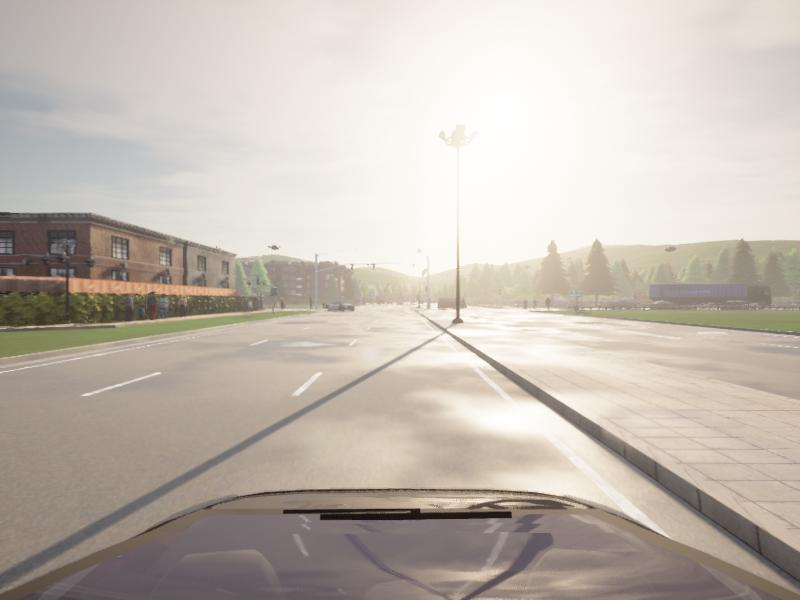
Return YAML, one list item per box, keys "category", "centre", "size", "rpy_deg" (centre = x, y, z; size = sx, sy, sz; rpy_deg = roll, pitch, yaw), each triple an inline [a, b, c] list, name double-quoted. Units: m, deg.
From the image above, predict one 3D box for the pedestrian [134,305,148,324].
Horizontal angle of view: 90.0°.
- category: "pedestrian"
  centre: [-15.668, 0.866, 24.210]
  size: [0.500, 1.100, 0.500]
  rpy_deg: [0, 0, 13]

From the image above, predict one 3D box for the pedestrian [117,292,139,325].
- category: "pedestrian"
  centre: [-15.725, 0.486, 23.145]
  size: [0.751, 1.860, 0.751]
  rpy_deg: [0, 0, 19]

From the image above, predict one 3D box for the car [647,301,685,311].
- category: "car"
  centre: [41.009, 0.872, 61.662]
  size: [4.674, 1.442, 1.812]
  rpy_deg: [0, 0, 0]

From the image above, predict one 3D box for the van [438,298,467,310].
- category: "van"
  centre: [8.447, 0.602, 64.818]
  size: [4.442, 1.987, 1.775]
  rpy_deg: [0, 0, -1]

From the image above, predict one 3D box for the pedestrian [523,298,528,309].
- category: "pedestrian"
  centre: [21.456, 0.641, 68.377]
  size: [0.751, 1.860, 0.751]
  rpy_deg: [0, 0, 6]

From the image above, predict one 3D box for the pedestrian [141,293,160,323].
- category: "pedestrian"
  centre: [-15.935, 0.486, 25.550]
  size: [0.751, 1.860, 0.751]
  rpy_deg: [0, 0, -4]

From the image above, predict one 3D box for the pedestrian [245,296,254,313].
- category: "pedestrian"
  centre: [-16.015, 0.487, 42.583]
  size: [0.751, 1.860, 0.751]
  rpy_deg: [0, 0, 0]

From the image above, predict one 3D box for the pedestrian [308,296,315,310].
- category: "pedestrian"
  centre: [-11.834, 0.457, 53.413]
  size: [0.751, 1.860, 0.751]
  rpy_deg: [0, 0, -1]

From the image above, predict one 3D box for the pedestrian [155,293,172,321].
- category: "pedestrian"
  centre: [-15.847, 0.486, 26.830]
  size: [0.751, 1.860, 0.751]
  rpy_deg: [0, 0, -11]

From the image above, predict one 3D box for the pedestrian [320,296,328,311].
- category: "pedestrian"
  centre: [-10.191, 0.465, 53.432]
  size: [0.751, 1.860, 0.751]
  rpy_deg: [0, 0, 29]

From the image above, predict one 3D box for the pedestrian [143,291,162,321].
- category: "pedestrian"
  centre: [-15.623, 0.354, 25.272]
  size: [0.751, 1.860, 0.751]
  rpy_deg: [0, 0, 0]

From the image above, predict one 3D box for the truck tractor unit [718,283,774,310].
- category: "truck tractor unit"
  centre: [56.465, -0.524, 65.319]
  size: [6.516, 4.208, 3.053]
  rpy_deg: [0, 0, -1]

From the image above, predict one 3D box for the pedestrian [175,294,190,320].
- category: "pedestrian"
  centre: [-15.863, 0.486, 29.187]
  size: [0.751, 1.860, 0.751]
  rpy_deg: [0, 0, -1]

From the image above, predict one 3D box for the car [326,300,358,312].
- category: "car"
  centre: [-8.397, 0.829, 57.150]
  size: [2.038, 1.542, 4.974]
  rpy_deg: [0, 0, -43]

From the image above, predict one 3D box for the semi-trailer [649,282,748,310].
- category: "semi-trailer"
  centre: [48.547, -0.619, 65.231]
  size: [14.254, 4.402, 2.717]
  rpy_deg: [0, 0, -1]
